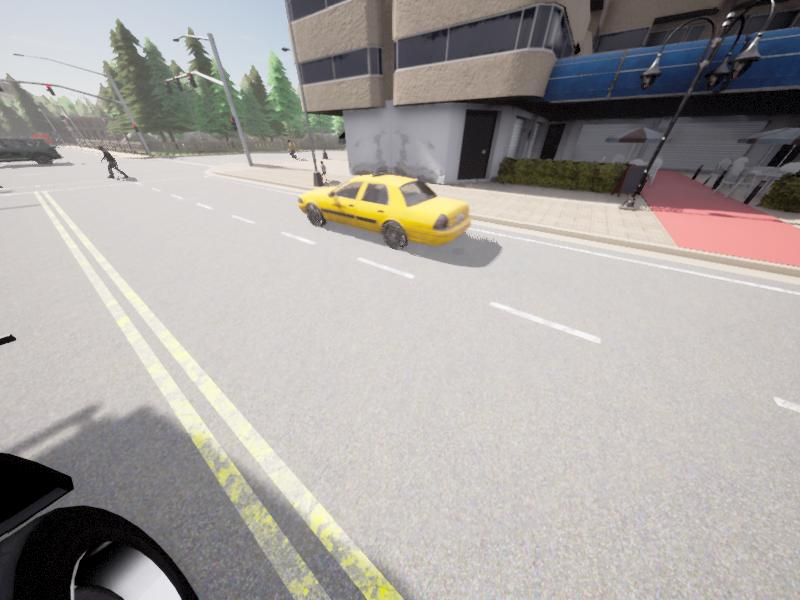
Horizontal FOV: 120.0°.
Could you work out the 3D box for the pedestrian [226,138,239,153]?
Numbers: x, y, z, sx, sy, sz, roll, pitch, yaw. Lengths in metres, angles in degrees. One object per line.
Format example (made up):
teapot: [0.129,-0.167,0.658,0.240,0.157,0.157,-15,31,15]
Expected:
pedestrian: [-25.171,-23.278,34.785,0.751,1.860,0.751,23,41,29]

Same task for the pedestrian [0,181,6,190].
pedestrian: [-20.321,-6.259,10.995,0.751,1.860,0.751,23,41,29]

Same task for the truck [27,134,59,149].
truck: [-76.983,-34.232,49.868,5.204,2.467,2.627,22,41,28]

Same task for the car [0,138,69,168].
car: [-33.715,-12.681,19.877,2.150,2.045,5.566,22,41,28]

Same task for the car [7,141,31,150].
car: [-76.178,-30.981,46.219,4.181,1.385,1.994,23,41,28]

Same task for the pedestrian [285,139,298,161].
pedestrian: [-10.986,-15.237,23.461,0.751,1.860,0.751,-14,38,-20]

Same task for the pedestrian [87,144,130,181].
pedestrian: [-17.412,-8.248,13.856,0.751,1.860,0.751,22,41,28]

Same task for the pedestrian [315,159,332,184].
pedestrian: [-4.158,-6.977,12.534,0.500,1.100,0.500,23,41,28]

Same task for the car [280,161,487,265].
car: [-0.726,-2.731,6.417,5.366,1.575,1.801,22,41,28]
